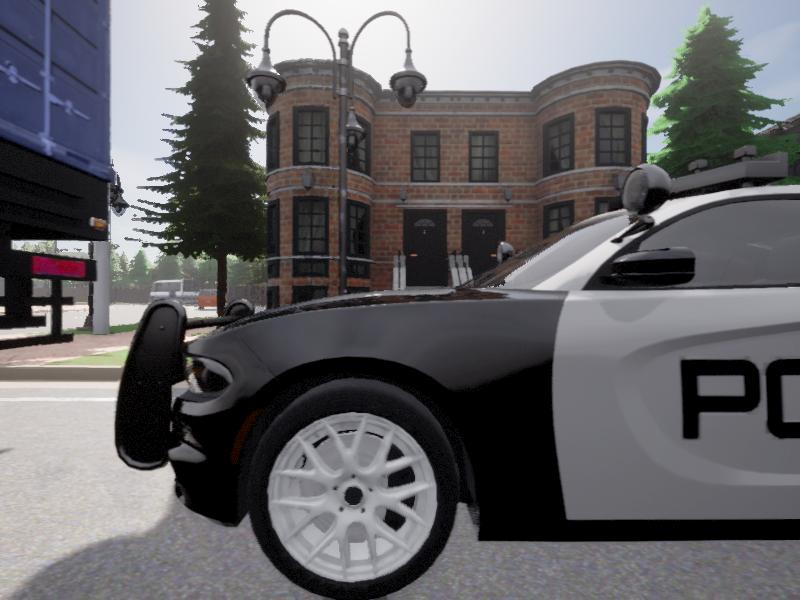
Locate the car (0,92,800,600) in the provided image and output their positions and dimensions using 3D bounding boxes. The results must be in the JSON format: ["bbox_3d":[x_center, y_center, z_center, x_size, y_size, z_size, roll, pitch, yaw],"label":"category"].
[{"bbox_3d":[1.348,0.175,2.204,5.238,1.638,1.930,0,0,0],"label":"car"}]

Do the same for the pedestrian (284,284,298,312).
[{"bbox_3d":[-7.291,-0.130,26.865,0.751,1.860,0.751,0,0,-2],"label":"pedestrian"}]

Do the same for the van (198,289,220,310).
[{"bbox_3d":[-19.010,-0.054,39.965,1.775,1.987,4.442,0,0,-22],"label":"van"}]

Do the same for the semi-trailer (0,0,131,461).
[{"bbox_3d":[-9.530,-1.246,2.194,14.254,4.402,2.717,0,0,0],"label":"semi-trailer"}]

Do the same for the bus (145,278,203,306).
[{"bbox_3d":[-37.578,-1.238,66.323,10.273,4.253,3.944,0,0,32],"label":"bus"}]
